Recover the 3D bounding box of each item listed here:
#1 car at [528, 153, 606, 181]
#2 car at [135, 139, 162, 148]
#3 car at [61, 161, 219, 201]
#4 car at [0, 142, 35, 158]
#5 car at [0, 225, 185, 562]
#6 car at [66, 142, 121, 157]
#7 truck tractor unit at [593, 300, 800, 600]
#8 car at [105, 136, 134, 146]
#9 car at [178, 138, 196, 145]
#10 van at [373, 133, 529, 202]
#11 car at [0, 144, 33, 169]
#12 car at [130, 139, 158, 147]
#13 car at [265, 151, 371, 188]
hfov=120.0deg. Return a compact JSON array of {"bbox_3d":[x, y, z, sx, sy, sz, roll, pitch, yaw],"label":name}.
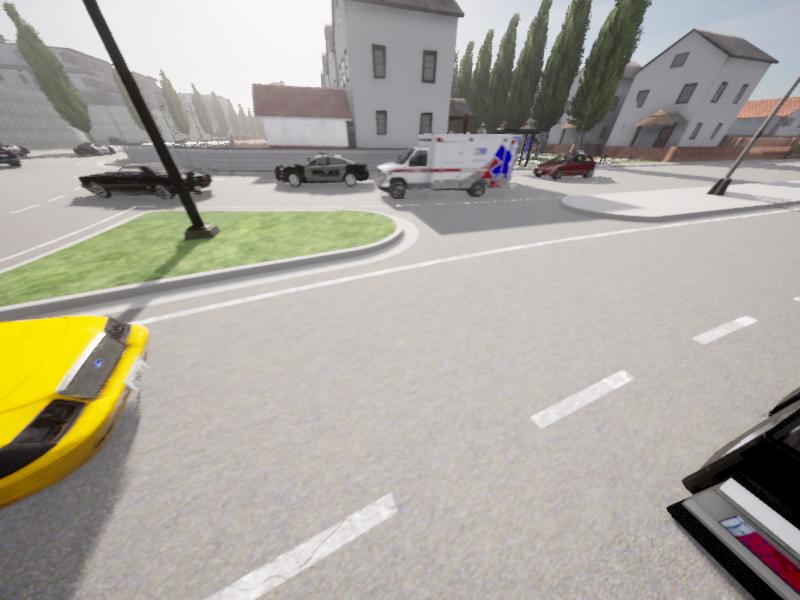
[{"bbox_3d":[11.583,-9.352,16.168,4.193,1.474,1.816,-10,36,-14],"label":"car"},{"bbox_3d":[-57.391,-35.822,52.878,1.801,1.575,5.366,-9,36,-13],"label":"car"},{"bbox_3d":[-11.401,-5.430,10.446,4.718,1.301,1.895,2,35,2],"label":"car"},{"bbox_3d":[-48.701,-18.199,27.985,2.038,1.542,4.974,-9,36,-13],"label":"car"},{"bbox_3d":[-4.786,1.141,0.920,5.366,1.575,1.801,-17,39,-22],"label":"car"},{"bbox_3d":[-41.554,-20.644,31.558,2.038,1.542,4.974,-9,36,-14],"label":"car"},{"bbox_3d":[5.232,-0.157,0.580,6.516,4.208,3.053,-13,37,-18],"label":"truck tractor unit"},{"bbox_3d":[-69.732,-39.556,57.438,3.866,1.878,1.905,1,35,-6],"label":"car"},{"bbox_3d":[-62.718,-46.643,68.061,2.033,1.649,4.856,-9,36,-13],"label":"car"},{"bbox_3d":[2.103,-6.291,10.855,6.366,2.431,2.351,-7,36,-10],"label":"van"},{"bbox_3d":[-34.838,-11.855,19.029,4.856,1.649,2.033,0,35,-1],"label":"car"},{"bbox_3d":[-68.381,-41.984,61.690,1.812,1.442,4.674,28,41,34],"label":"car"},{"bbox_3d":[-4.363,-7.538,13.239,5.238,1.638,1.930,-3,35,-5],"label":"car"}]
